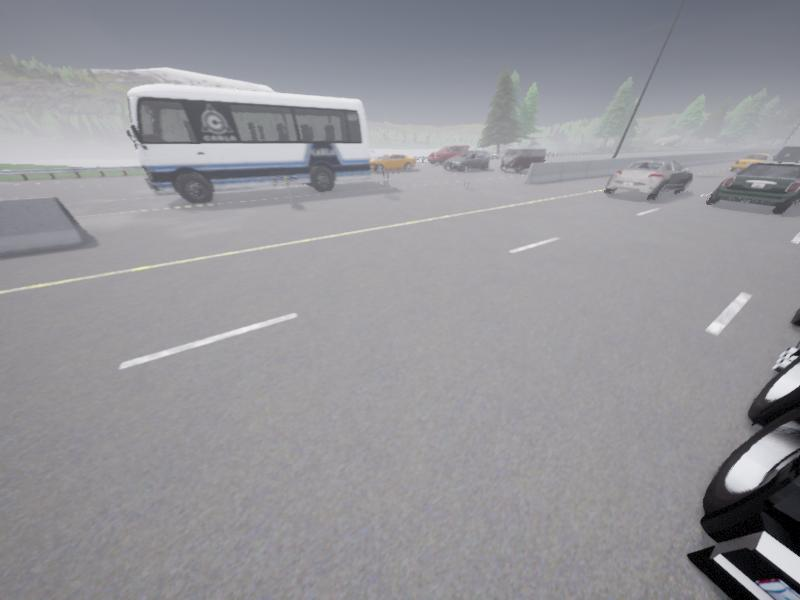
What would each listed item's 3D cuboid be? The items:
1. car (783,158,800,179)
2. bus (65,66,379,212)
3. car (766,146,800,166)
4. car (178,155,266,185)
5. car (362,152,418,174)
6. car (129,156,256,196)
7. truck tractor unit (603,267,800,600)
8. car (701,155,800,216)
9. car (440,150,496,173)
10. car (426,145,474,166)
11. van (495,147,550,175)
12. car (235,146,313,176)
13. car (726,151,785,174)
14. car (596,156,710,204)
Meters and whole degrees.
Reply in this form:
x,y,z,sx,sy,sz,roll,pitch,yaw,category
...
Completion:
x,y,z,sx,sy,sz,roll,pitch,yaw,category
31.894,-10.137,17.595,3.806,1.475,1.970,-18,38,-24,car
-6.701,-7.766,11.746,10.273,4.253,3.944,-18,38,-24,bus
47.615,-17.709,28.298,3.866,1.878,1.905,-18,38,-24,car
-12.462,-9.396,16.567,4.514,1.525,2.007,-18,38,-24,car
-0.900,-13.157,22.046,5.008,1.535,1.882,-18,38,-24,car
-11.655,-7.423,13.587,5.027,1.651,2.152,-18,38,-24,car
5.108,-0.303,0.794,6.516,4.208,3.053,-18,38,-24,truck tractor unit
15.793,-5.041,9.877,4.553,1.767,2.097,-18,38,-24,car
6.489,-13.337,22.178,4.611,1.667,2.242,-18,38,-24,car
6.210,-17.949,28.609,5.566,2.045,2.150,-18,38,-24,car
11.086,-12.686,20.932,4.442,1.987,1.775,-18,38,-24,van
-10.973,-12.367,20.464,5.566,2.045,2.150,-18,38,-24,car
33.072,-12.839,21.463,5.366,1.575,1.801,-18,38,-24,car
13.038,-6.349,11.954,5.027,1.651,2.152,-18,38,-24,car
